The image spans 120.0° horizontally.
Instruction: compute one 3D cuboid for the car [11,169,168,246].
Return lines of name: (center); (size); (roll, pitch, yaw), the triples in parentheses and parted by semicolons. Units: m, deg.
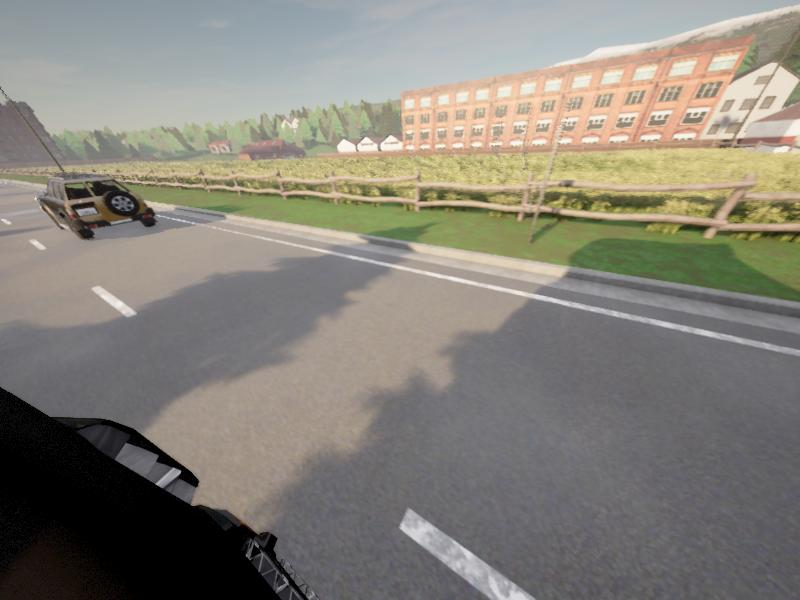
car: (-11.040, -3.497, 8.265); (4.605, 1.855, 1.932); (16, 38, 25)
